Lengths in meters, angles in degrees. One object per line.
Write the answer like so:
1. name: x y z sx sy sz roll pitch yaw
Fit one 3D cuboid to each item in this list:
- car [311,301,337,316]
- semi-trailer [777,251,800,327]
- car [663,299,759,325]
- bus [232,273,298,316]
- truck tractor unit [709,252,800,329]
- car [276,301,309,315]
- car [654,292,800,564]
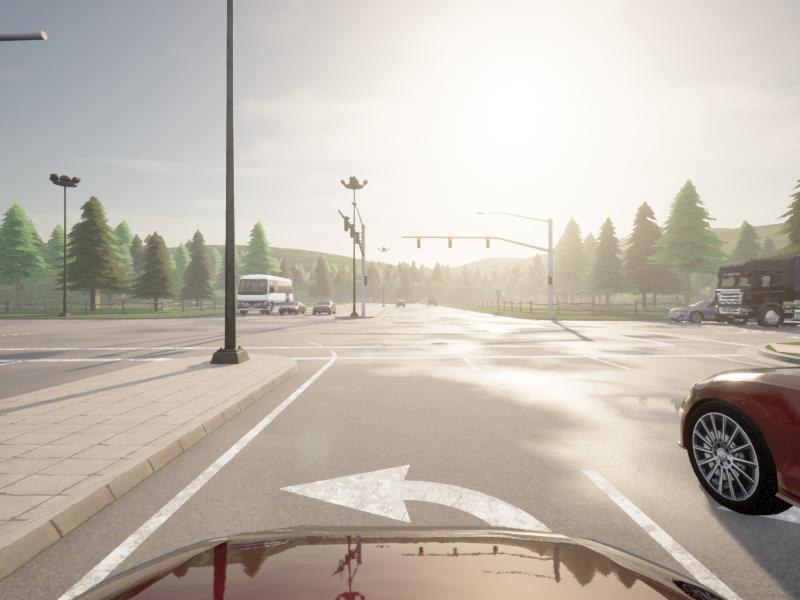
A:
1. car: -7.991 0.807 42.501 1.837 1.490 4.892 0 0 0
2. semi-trailer: 30.412 -0.639 23.272 14.254 4.402 2.717 0 0 1
3. car: 20.795 0.753 26.896 4.856 1.649 2.033 0 0 1
4. bus: -14.869 -0.573 45.259 3.944 4.253 10.273 0 0 0
5. truck tractor unit: 22.494 -0.530 23.375 6.516 4.208 3.053 0 0 1
6. car: -11.492 0.857 43.184 2.033 1.411 5.357 0 0 0
7. car: 3.500 0.779 1.307 2.152 1.651 5.027 0 0 0
